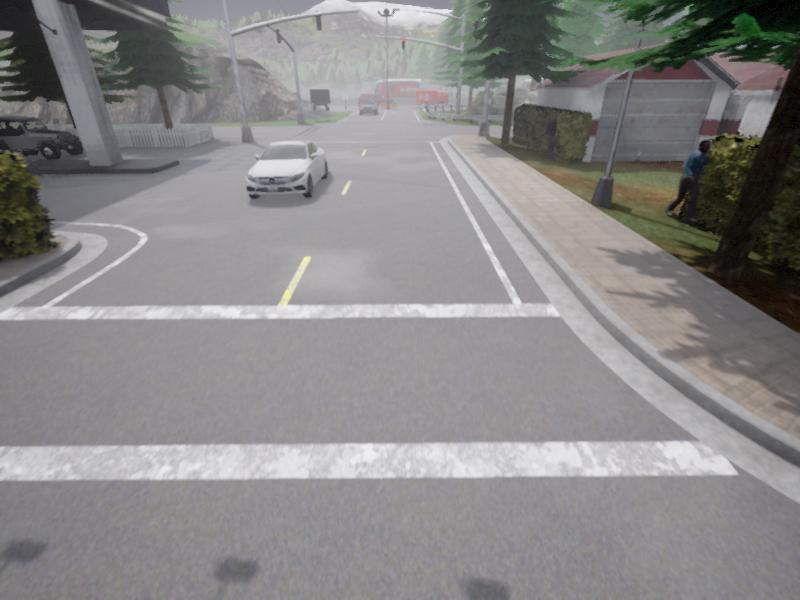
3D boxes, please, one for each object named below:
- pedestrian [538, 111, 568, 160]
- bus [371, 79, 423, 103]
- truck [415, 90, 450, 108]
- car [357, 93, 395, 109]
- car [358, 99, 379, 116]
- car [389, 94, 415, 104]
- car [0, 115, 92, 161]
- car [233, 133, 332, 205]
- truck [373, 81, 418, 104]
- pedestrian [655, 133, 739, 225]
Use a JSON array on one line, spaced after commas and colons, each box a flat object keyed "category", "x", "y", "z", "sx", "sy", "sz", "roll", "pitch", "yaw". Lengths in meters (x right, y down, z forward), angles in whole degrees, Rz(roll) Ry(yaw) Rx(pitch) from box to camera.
[{"category": "pedestrian", "x": 6.575, "y": -7.095, "z": 17.261, "sx": 0.751, "sy": 1.860, "sz": 0.751, "roll": 0, "pitch": 28, "yaw": 1}, {"category": "bus", "x": -0.568, "y": -43.200, "z": 82.583, "sx": 10.273, "sy": 4.253, "sz": 3.944, "roll": 0, "pitch": 28, "yaw": 0}, {"category": "truck", "x": 4.929, "y": -30.908, "z": 61.481, "sx": 5.204, "sy": 2.467, "sz": 2.627, "roll": 0, "pitch": 28, "yaw": 0}, {"category": "car", "x": -3.640, "y": -30.698, "z": 61.640, "sx": 5.566, "sy": 2.045, "sz": 2.150, "roll": 0, "pitch": 28, "yaw": 0}, {"category": "car", "x": -3.502, "y": -21.825, "z": 45.207, "sx": 2.038, "sy": 1.542, "sz": 4.974, "roll": 0, "pitch": 28, "yaw": 0}, {"category": "car", "x": 0.423, "y": -40.318, "z": 80.287, "sx": 5.027, "sy": 1.651, "sz": 2.152, "roll": 0, "pitch": 28, "yaw": 0}, {"category": "car", "x": -17.851, "y": -7.871, "z": 19.369, "sx": 3.866, "sy": 1.878, "sz": 1.905, "roll": 0, "pitch": 28, "yaw": 0}, {"category": "car", "x": -3.524, "y": -4.414, "z": 13.011, "sx": 1.812, "sy": 1.442, "sz": 4.674, "roll": -1, "pitch": 28, "yaw": 1}, {"category": "truck", "x": -0.792, "y": -39.764, "z": 76.627, "sx": 8.468, "sy": 3.827, "sz": 2.891, "roll": 0, "pitch": 28, "yaw": 0}, {"category": "pedestrian", "x": 6.593, "y": -2.707, "z": 8.986, "sx": 0.751, "sy": 1.860, "sz": 0.751, "roll": 0, "pitch": 28, "yaw": 1}]
